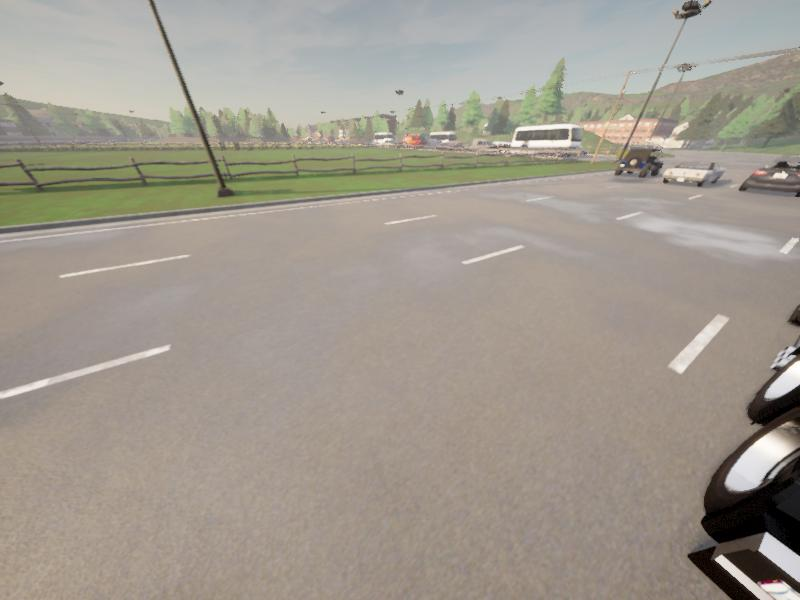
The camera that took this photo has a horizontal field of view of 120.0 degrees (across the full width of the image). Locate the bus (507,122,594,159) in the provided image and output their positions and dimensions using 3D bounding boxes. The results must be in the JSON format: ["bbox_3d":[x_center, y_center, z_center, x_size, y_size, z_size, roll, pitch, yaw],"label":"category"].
[{"bbox_3d":[23.253,-25.271,36.914,3.944,4.253,10.273,-18,38,-25],"label":"bus"}]

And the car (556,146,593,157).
[{"bbox_3d":[31.951,-27.333,42.382,2.163,1.488,4.792,-18,39,-25],"label":"car"}]

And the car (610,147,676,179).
[{"bbox_3d":[18.880,-10.744,18.018,3.866,1.878,1.905,-18,39,-25],"label":"car"}]

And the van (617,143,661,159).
[{"bbox_3d":[39.480,-24.777,38.343,1.775,1.987,4.442,-25,42,-32],"label":"van"}]

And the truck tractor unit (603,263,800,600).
[{"bbox_3d":[5.108,-0.302,0.801,6.516,4.208,3.053,-18,38,-24],"label":"truck tractor unit"}]

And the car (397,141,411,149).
[{"bbox_3d":[1.084,-45.649,68.065,1.932,1.855,4.605,-18,39,-25],"label":"car"}]

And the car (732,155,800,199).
[{"bbox_3d":[21.160,-6.776,12.526,4.611,1.667,2.242,-16,38,-22],"label":"car"}]

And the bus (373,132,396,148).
[{"bbox_3d":[-5.636,-57.207,82.534,3.944,4.253,10.273,-18,39,-25],"label":"bus"}]

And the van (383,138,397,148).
[{"bbox_3d":[-3.264,-50.151,73.878,1.988,2.561,5.915,-18,39,-25],"label":"van"}]

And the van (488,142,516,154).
[{"bbox_3d":[20.552,-30.766,46.716,2.069,2.038,4.480,-19,39,-25],"label":"van"}]

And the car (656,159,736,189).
[{"bbox_3d":[19.279,-8.307,15.038,4.718,1.301,1.895,-18,39,-25],"label":"car"}]

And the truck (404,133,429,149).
[{"bbox_3d":[4.794,-46.779,68.015,2.891,3.827,8.468,-18,39,-25],"label":"truck"}]

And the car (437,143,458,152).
[{"bbox_3d":[11.035,-35.919,54.352,2.242,1.667,4.611,-18,39,-25],"label":"car"}]

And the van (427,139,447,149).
[{"bbox_3d":[11.182,-47.857,70.857,2.351,2.431,6.366,-18,39,-25],"label":"van"}]

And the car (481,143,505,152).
[{"bbox_3d":[22.312,-36.736,55.704,2.152,1.651,5.027,-18,38,-25],"label":"car"}]

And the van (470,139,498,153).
[{"bbox_3d":[19.419,-35.987,53.783,1.988,2.561,5.915,-18,39,-25],"label":"van"}]

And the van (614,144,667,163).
[{"bbox_3d":[32.561,-20.014,31.417,1.775,1.987,4.442,-27,43,-33],"label":"van"}]

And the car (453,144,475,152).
[{"bbox_3d":[15.007,-35.919,54.546,1.837,1.490,4.892,-18,39,-25],"label":"car"}]

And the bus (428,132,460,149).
[{"bbox_3d":[13.619,-50.309,72.812,3.944,4.253,10.273,-18,39,-25],"label":"bus"}]
